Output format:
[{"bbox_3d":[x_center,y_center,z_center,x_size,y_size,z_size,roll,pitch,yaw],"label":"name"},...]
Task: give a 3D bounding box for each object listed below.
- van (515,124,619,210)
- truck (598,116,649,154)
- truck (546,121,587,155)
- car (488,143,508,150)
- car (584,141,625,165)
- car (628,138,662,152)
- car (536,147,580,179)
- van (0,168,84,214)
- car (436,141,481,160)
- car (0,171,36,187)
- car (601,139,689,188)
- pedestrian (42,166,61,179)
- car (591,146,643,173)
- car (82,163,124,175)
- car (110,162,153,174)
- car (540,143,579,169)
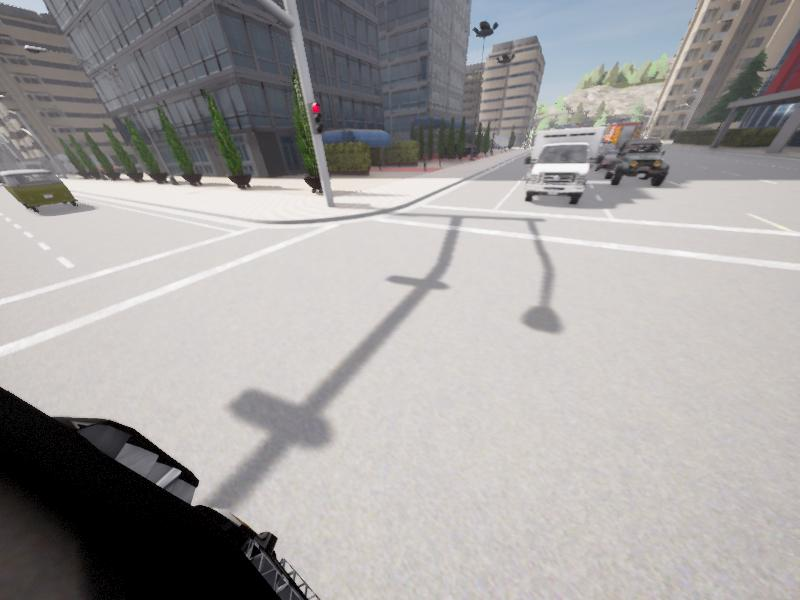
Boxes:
[{"bbox_3d":[7.123,-6.119,10.333,2.351,2.431,6.366,16,38,26],"label":"van"},{"bbox_3d":[31.096,-23.173,32.681,2.891,3.827,8.468,16,38,26],"label":"truck"},{"bbox_3d":[25.575,-24.647,35.325,2.891,3.827,8.468,23,41,33],"label":"truck"},{"bbox_3d":[27.195,-42.609,64.176,4.792,1.488,2.163,16,38,26],"label":"car"},{"bbox_3d":[19.084,-13.975,21.842,1.930,1.638,5.238,15,38,25],"label":"car"},{"bbox_3d":[35.413,-22.611,33.581,2.128,1.511,4.902,16,38,26],"label":"car"},{"bbox_3d":[10.876,-9.537,15.949,1.882,1.535,5.008,16,38,26],"label":"car"},{"bbox_3d":[-21.018,-6.389,13.372,4.442,1.987,1.775,16,38,26],"label":"van"},{"bbox_3d":[8.794,-22.536,34.802,6.274,2.098,2.390,-20,37,-23],"label":"car"},{"bbox_3d":[-54.011,-16.652,31.707,2.007,1.525,4.514,-15,36,-17],"label":"car"},{"bbox_3d":[12.224,-7.132,11.927,1.905,1.878,3.866,16,38,26],"label":"car"},{"bbox_3d":[-58.365,-21.367,38.716,0.751,1.860,0.751,6,35,13],"label":"pedestrian"},{"bbox_3d":[15.649,-10.358,16.950,1.994,1.385,4.181,17,38,27],"label":"car"},{"bbox_3d":[-58.851,-26.090,45.928,2.097,1.767,4.553,16,38,26],"label":"car"},{"bbox_3d":[-54.207,-26.788,46.736,1.930,1.638,5.238,16,38,26],"label":"car"},{"bbox_3d":[14.130,-12.892,20.590,2.242,1.667,4.611,16,38,26],"label":"car"}]
